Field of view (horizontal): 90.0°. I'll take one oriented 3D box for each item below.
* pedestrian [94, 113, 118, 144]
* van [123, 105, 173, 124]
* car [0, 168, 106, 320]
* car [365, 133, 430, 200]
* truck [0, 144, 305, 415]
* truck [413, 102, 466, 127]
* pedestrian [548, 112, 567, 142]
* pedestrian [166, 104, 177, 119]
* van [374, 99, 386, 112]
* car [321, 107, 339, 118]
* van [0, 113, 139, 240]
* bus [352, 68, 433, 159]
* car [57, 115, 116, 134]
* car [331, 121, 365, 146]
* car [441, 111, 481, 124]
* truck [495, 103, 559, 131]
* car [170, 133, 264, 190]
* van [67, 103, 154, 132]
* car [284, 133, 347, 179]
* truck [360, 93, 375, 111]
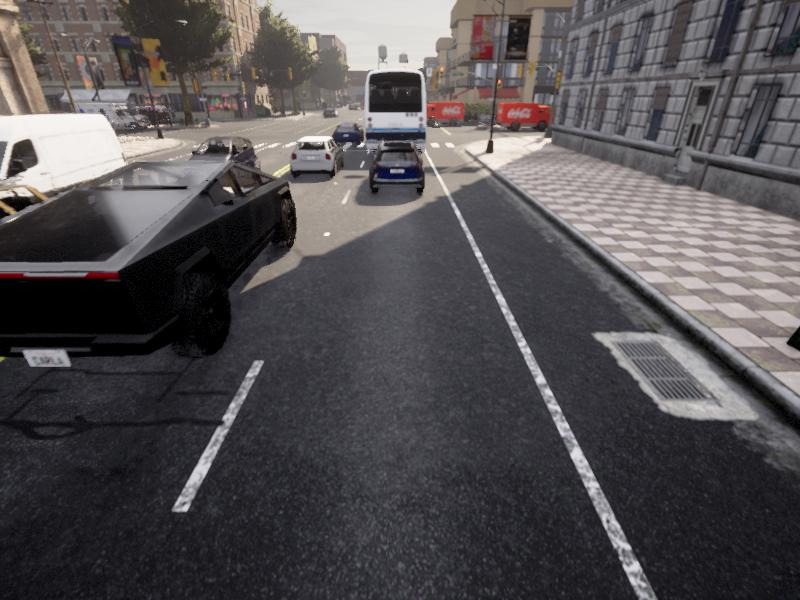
[{"bbox_3d":[-19.968,-11.674,27.224,0.751,1.860,0.751,-12,29,-22],"label":"pedestrian"},{"bbox_3d":[-31.248,-23.067,49.810,4.480,2.038,2.069,0,27,0],"label":"van"},{"bbox_3d":[-7.071,-0.607,5.843,1.932,1.855,4.605,0,26,0],"label":"car"},{"bbox_3d":[-0.099,-5.172,15.078,2.033,1.649,4.856,0,27,0],"label":"car"},{"bbox_3d":[-3.542,-1.124,6.605,2.390,2.098,6.274,0,27,0],"label":"truck"},{"bbox_3d":[4.406,-20.929,45.094,5.204,2.467,2.627,-10,28,-18],"label":"truck"},{"bbox_3d":[11.125,-12.224,28.270,0.751,1.860,0.751,0,27,1],"label":"pedestrian"},{"bbox_3d":[-32.700,-26.953,57.253,0.751,1.860,0.751,-4,27,-8],"label":"pedestrian"},{"bbox_3d":[-4.300,-42.614,87.740,2.351,2.431,6.366,0,27,0],"label":"van"},{"bbox_3d":[-11.067,-29.921,63.740,2.038,1.542,4.974,0,27,0],"label":"car"},{"bbox_3d":[-10.578,-3.845,11.476,1.988,2.561,5.915,0,27,0],"label":"van"},{"bbox_3d":[-0.193,-11.794,25.189,3.944,4.253,10.273,1,27,2],"label":"bus"},{"bbox_3d":[-28.599,-16.059,36.602,3.633,1.501,1.845,0,27,0],"label":"car"},{"bbox_3d":[-3.731,-12.262,29.292,1.994,1.385,4.181,0,27,-1],"label":"car"},{"bbox_3d":[7.545,-22.867,50.030,4.674,1.442,1.812,0,27,0],"label":"car"},{"bbox_3d":[12.428,-18.123,39.575,5.204,2.467,2.627,0,27,0],"label":"truck"},{"bbox_3d":[-7.102,-5.677,16.097,1.851,1.617,3.988,0,27,0],"label":"car"},{"bbox_3d":[-28.439,-18.061,39.543,6.366,2.431,2.351,0,27,0],"label":"van"},{"bbox_3d":[-3.622,-6.501,17.856,1.970,1.475,3.806,0,27,0],"label":"car"},{"bbox_3d":[-7.909,-48.564,97.895,2.891,3.827,8.468,0,27,0],"label":"truck"}]
